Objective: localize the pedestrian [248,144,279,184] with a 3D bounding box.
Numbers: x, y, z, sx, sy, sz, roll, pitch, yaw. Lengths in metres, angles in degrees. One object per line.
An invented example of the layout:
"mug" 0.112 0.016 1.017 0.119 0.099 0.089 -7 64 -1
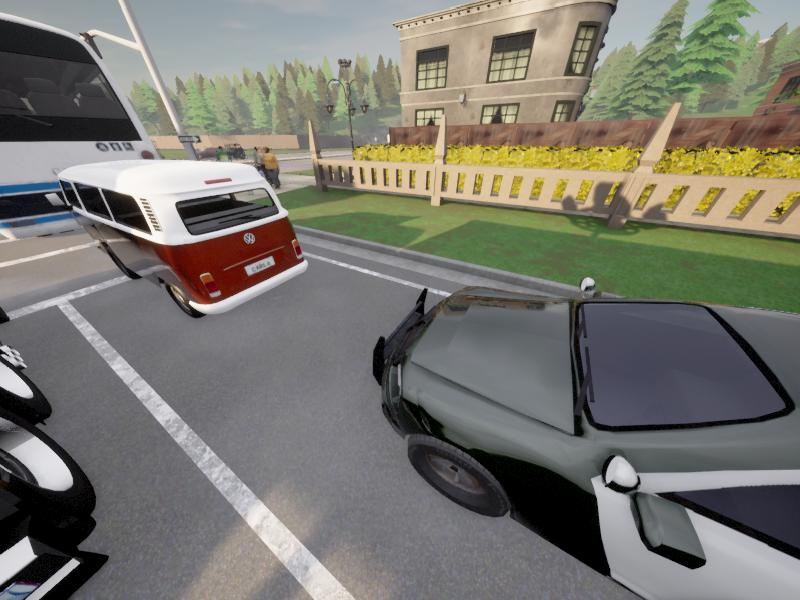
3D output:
"pedestrian" -7.612 -7.590 12.937 0.751 1.860 0.751 27 43 34

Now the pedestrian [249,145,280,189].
"pedestrian" -6.951 -6.854 11.935 0.751 1.860 0.751 -10 36 -13

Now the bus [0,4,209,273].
"bus" -11.418 -4.922 7.425 10.273 4.253 3.944 23 41 30

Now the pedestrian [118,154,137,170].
"pedestrian" -23.942 -12.137 20.318 0.500 1.100 0.500 9 36 13

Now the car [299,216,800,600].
"car" 2.106 0.843 1.430 4.974 1.542 2.038 18 39 24

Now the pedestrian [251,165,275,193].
"pedestrian" -6.584 -5.819 11.122 0.500 1.100 0.500 18 39 24

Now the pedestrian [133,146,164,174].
"pedestrian" -20.200 -11.223 18.581 0.751 1.860 0.751 10 36 15

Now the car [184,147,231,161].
"car" -27.334 -20.947 32.994 1.812 1.442 4.674 18 39 25

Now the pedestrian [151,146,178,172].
"pedestrian" -20.220 -12.137 19.892 0.751 1.860 0.751 18 39 24

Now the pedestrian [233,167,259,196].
"pedestrian" -6.968 -5.379 10.494 0.500 1.100 0.500 -5 35 -7

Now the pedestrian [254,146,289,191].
"pedestrian" -6.331 -6.540 11.491 0.751 1.860 0.751 10 36 14

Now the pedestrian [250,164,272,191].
"pedestrian" -6.994 -6.181 11.645 0.500 1.100 0.500 21 40 27

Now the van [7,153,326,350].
"van" -3.918 -1.327 4.143 4.480 2.038 2.069 18 39 24

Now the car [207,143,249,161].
"car" -23.769 -20.661 32.166 1.905 1.878 3.866 18 39 25

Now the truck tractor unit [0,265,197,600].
"truck tractor unit" -5.112 -0.299 0.777 6.516 4.208 3.053 18 39 24

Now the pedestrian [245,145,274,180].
"pedestrian" -8.903 -8.744 14.672 0.751 1.860 0.751 12 37 17

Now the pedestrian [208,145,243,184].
"pedestrian" -9.932 -7.751 13.201 0.751 1.860 0.751 19 39 25
